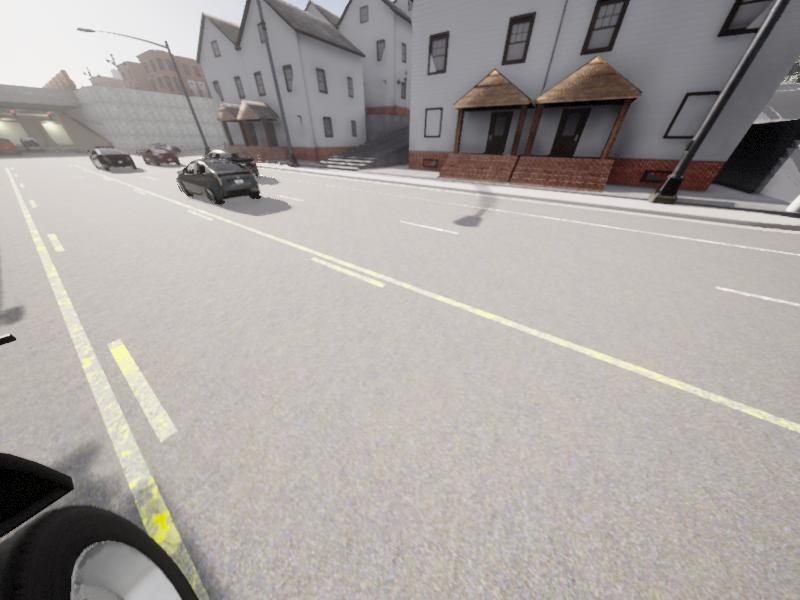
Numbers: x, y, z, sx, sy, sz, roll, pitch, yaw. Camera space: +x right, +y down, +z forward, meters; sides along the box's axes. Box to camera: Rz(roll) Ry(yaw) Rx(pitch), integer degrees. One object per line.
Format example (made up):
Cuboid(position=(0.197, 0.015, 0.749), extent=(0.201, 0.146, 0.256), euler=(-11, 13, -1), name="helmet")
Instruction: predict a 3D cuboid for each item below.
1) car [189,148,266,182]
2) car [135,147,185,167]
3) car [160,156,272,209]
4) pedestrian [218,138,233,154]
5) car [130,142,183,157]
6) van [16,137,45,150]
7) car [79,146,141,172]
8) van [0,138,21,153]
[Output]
Cuboid(position=(-11.750, -9.292, 15.744), extent=(4.611, 1.667, 2.242), euler=(22, 40, 28), name="car")
Cuboid(position=(-23.460, -14.014, 22.582), extent=(4.674, 1.442, 1.812), euler=(21, 40, 27), name="car")
Cuboid(position=(-8.152, -5.356, 10.253), extent=(4.514, 1.525, 2.007), euler=(22, 40, 28), name="car")
Cuboid(position=(-24.086, -21.332, 31.951), extent=(0.751, 1.860, 0.751), euler=(10, 36, 13), name="pedestrian")
Cuboid(position=(-36.186, -22.517, 34.517), extent=(2.038, 1.542, 4.974), euler=(24, 43, 30), name="car")
Cuboid(position=(-73.180, -30.935, 45.747), extent=(4.480, 2.038, 2.069), euler=(21, 40, 27), name="van")
Cuboid(position=(-24.501, -12.004, 19.501), extent=(5.238, 1.638, 1.930), euler=(21, 40, 27), name="car")
Cuboid(position=(-63.841, -24.950, 37.298), extent=(4.442, 1.987, 1.775), euler=(21, 40, 27), name="van")
